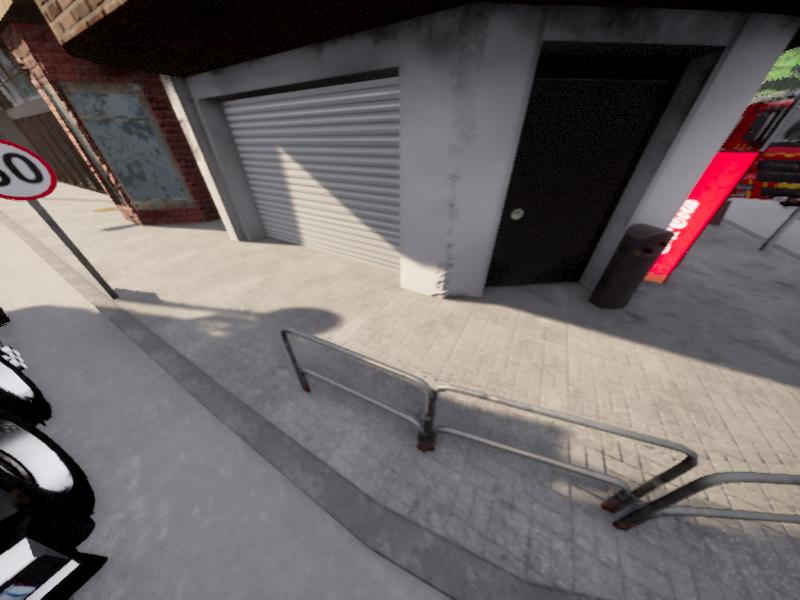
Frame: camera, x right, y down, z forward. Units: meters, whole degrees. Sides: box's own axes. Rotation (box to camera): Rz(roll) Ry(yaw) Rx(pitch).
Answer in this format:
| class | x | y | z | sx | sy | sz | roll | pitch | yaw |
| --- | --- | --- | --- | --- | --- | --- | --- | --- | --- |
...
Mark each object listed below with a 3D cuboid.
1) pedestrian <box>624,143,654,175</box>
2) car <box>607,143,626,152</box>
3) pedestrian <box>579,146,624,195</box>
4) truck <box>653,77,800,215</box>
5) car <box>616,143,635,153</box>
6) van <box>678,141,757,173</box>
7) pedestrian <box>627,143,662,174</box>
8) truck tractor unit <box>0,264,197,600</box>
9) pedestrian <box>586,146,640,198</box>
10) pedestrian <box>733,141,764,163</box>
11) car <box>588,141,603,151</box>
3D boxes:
| class | x | y | z | sx | sy | sz | roll | pitch | yaw |
| --- | --- | --- | --- | --- | --- | --- | --- | --- | --- |
| pedestrian | 16.623 | -9.816 | 16.105 | 0.751 | 1.860 | 0.751 | 26 | 43 | 32 |
| car | 50.331 | -35.484 | 53.741 | 2.152 | 1.651 | 5.027 | 18 | 39 | 24 |
| pedestrian | 9.119 | -5.912 | 10.552 | 0.751 | 1.860 | 0.751 | 9 | 36 | 13 |
| truck | 15.724 | -6.917 | 10.453 | 2.891 | 3.827 | 8.468 | 18 | 39 | 24 |
| car | 45.314 | -30.701 | 46.510 | 1.789 | 1.549 | 3.705 | 18 | 39 | 24 |
| van | 26.450 | -12.253 | 19.579 | 2.069 | 2.038 | 4.480 | 18 | 39 | 24 |
| pedestrian | 17.421 | -10.082 | 16.511 | 0.751 | 1.860 | 0.751 | -5 | 35 | -6 |
| truck tractor unit | -5.112 | -0.298 | 0.786 | 6.516 | 4.208 | 3.053 | 18 | 39 | 24 |
| pedestrian | 8.949 | -5.383 | 9.794 | 0.751 | 1.860 | 0.751 | 1 | 35 | 2 |
| pedestrian | 34.401 | -14.630 | 22.851 | 0.751 | 1.860 | 0.751 | 21 | 40 | 28 |
| car | 48.066 | -38.020 | 56.942 | 1.932 | 1.855 | 4.605 | 18 | 39 | 24 |
